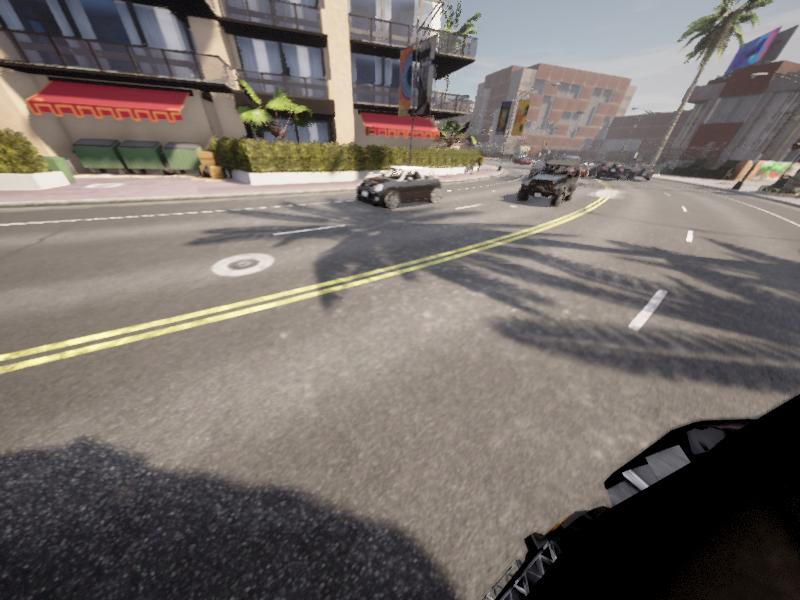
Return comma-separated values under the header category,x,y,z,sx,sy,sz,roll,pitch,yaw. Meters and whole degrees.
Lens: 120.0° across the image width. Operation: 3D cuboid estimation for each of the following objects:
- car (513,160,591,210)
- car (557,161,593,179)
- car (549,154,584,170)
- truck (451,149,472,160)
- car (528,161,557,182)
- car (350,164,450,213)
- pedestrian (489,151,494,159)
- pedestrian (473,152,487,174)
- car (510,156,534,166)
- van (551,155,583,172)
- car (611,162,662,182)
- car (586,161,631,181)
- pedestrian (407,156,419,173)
category,x,y,z,sx,sy,sz,roll,pitch,yaw
car,7.889,-6.082,11.942,3.866,1.878,1.905,-27,44,-37
car,20.251,-15.230,26.908,2.007,1.525,4.514,13,35,15
car,29.723,-24.844,41.572,2.150,2.045,5.566,1,34,-2
truck,16.485,-39.339,62.364,2.390,2.098,6.274,-7,35,-15
car,14.011,-12.698,22.688,1.837,1.490,4.892,19,37,23
car,0.058,-5.040,10.192,3.806,1.475,1.970,-22,41,-32
pedestrian,28.066,-44.326,70.590,0.751,1.860,0.751,-12,36,-20
pedestrian,7.978,-13.646,23.031,0.751,1.860,0.751,21,38,26
car,25.013,-28.678,47.608,1.994,1.385,4.181,-5,34,-12
van,26.179,-21.560,36.429,1.775,1.987,4.442,5,33,3
car,27.640,-15.194,27.297,2.152,1.651,5.027,13,35,15
car,23.807,-15.007,26.684,2.242,1.667,4.611,14,34,16
pedestrian,1.185,-12.471,21.312,0.751,1.300,0.751,26,40,30
